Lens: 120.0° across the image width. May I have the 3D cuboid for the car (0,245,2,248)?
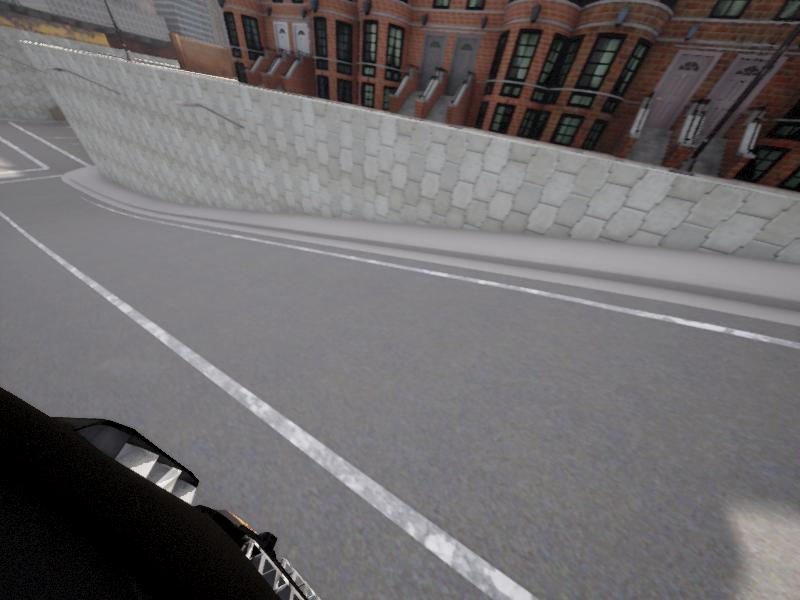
[{"bbox_3d":[-17.605,-2.613,8.695,4.181,1.385,1.994,17,38,26],"label":"car"}]
